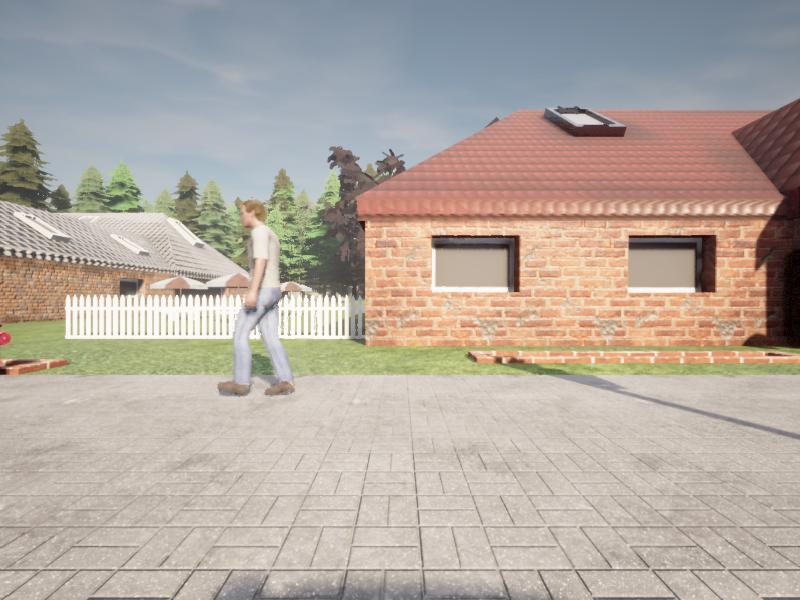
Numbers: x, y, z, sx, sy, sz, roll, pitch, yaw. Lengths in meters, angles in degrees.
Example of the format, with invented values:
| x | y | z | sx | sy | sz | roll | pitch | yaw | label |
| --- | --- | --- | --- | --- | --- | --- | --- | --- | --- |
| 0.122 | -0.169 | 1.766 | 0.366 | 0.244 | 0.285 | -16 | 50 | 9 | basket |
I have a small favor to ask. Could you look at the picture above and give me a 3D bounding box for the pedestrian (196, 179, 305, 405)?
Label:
| x | y | z | sx | sy | sz | roll | pitch | yaw | label |
| --- | --- | --- | --- | --- | --- | --- | --- | --- | --- |
| -1.324 | -0.067 | 3.681 | 0.751 | 1.860 | 0.751 | 0 | 0 | -3 | pedestrian |
